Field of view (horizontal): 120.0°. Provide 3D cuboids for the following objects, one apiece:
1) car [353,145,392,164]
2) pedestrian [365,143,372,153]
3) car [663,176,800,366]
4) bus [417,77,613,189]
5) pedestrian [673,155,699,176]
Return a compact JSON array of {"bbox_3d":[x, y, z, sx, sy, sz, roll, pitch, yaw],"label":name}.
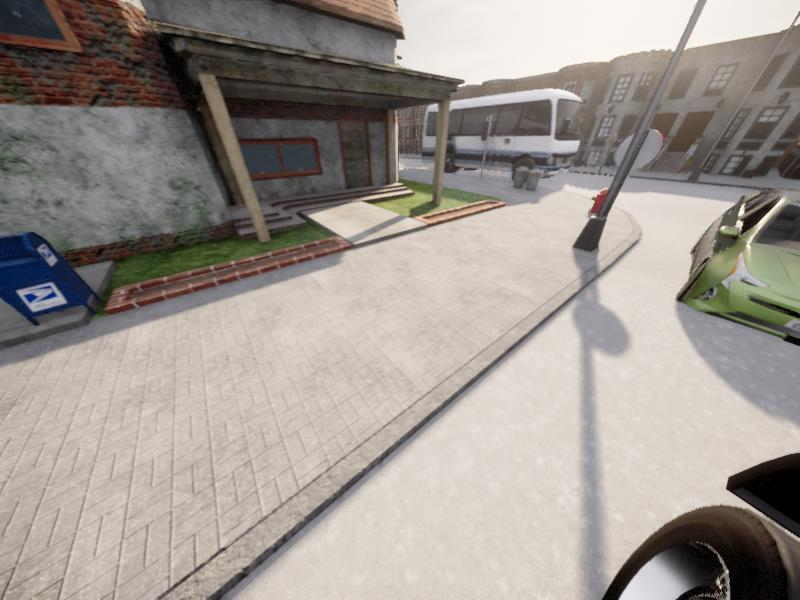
[{"bbox_3d":[-3.118,-16.176,25.522,1.837,1.490,4.892,-24,42,-30],"label":"car"},{"bbox_3d":[-5.301,-25.273,38.360,0.751,1.300,0.751,16,39,22],"label":"pedestrian"},{"bbox_3d":[6.302,-0.789,3.644,4.514,1.525,2.007,-27,43,-33],"label":"car"},{"bbox_3d":[6.050,-10.632,15.215,3.944,4.253,10.273,-24,42,-30],"label":"bus"},{"bbox_3d":[18.021,-8.465,14.562,0.500,1.100,0.500,-17,39,-22],"label":"pedestrian"}]
